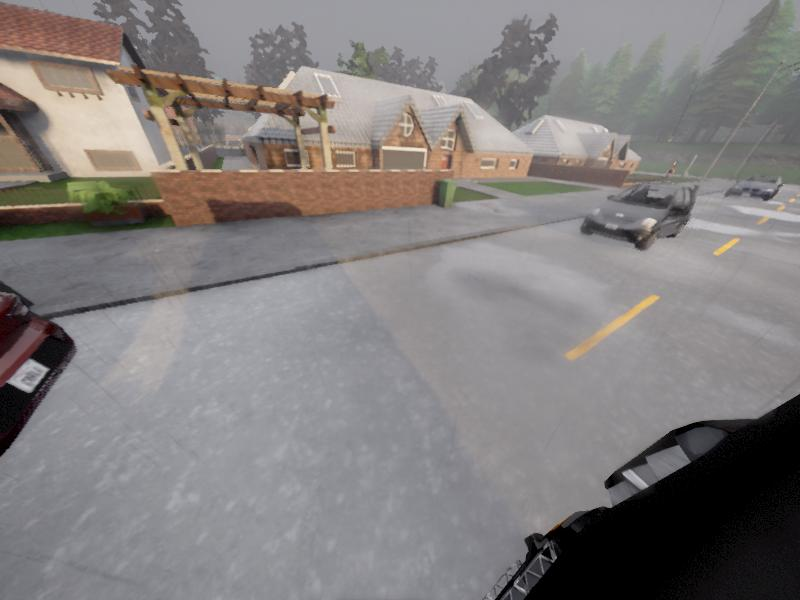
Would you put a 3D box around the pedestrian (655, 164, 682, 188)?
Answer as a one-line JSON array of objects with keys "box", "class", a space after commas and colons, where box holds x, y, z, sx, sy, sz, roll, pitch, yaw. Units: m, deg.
[{"box": [24.503, -11.330, 21.131, 0.751, 1.860, 0.751, -19, 39, -30], "class": "pedestrian"}]

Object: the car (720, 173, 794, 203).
[{"box": [27.922, -8.857, 18.073, 4.611, 1.667, 2.242, -17, 38, -27], "class": "car"}]

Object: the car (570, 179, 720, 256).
[{"box": [7.818, -2.834, 7.429, 3.988, 1.617, 1.851, -17, 38, -27], "class": "car"}]

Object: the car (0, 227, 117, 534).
[{"box": [-4.733, 0.961, 0.815, 4.193, 1.474, 1.816, -17, 38, -27], "class": "car"}]
